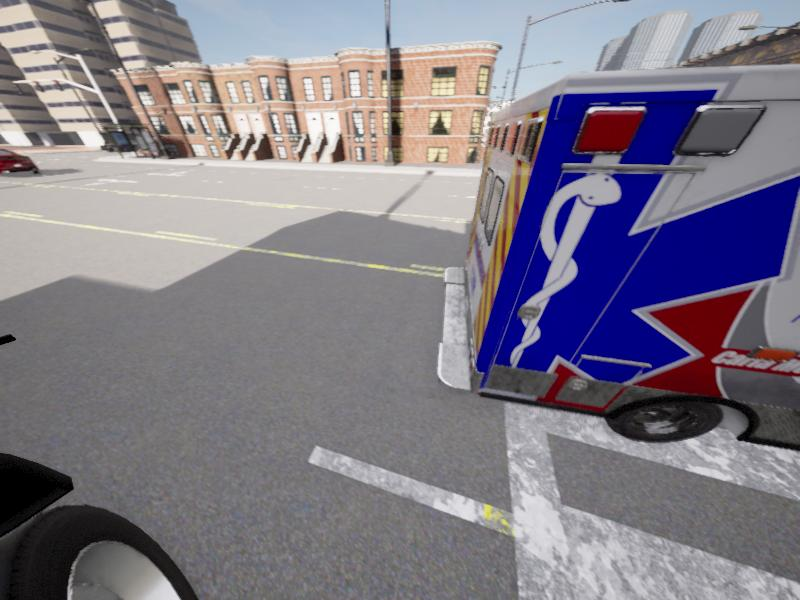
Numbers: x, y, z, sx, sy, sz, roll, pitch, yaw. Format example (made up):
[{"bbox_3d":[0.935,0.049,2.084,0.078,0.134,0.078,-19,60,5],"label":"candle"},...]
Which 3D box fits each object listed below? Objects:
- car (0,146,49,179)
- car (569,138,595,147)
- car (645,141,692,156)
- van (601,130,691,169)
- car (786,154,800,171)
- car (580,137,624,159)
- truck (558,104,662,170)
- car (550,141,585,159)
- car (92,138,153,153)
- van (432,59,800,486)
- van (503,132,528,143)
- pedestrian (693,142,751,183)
[{"bbox_3d":[-26.106,-8.876,14.805,5.008,1.535,1.882,9,37,13],"label":"car"},{"bbox_3d":[37.077,-32.162,47.143,1.837,1.490,4.892,3,36,5],"label":"car"},{"bbox_3d":[35.107,-20.024,30.367,1.812,1.442,4.674,10,37,13],"label":"car"},{"bbox_3d":[20.687,-13.189,20.046,2.351,2.431,6.366,10,37,13],"label":"van"},{"bbox_3d":[29.822,-9.274,15.436,1.970,1.475,3.806,10,37,13],"label":"car"},{"bbox_3d":[22.795,-17.377,26.321,1.932,1.855,4.605,9,37,13],"label":"car"},{"bbox_3d":[17.115,-14.018,19.999,2.891,3.827,8.468,10,37,13],"label":"truck"},{"bbox_3d":[19.344,-17.609,26.969,1.837,1.490,4.892,9,37,13],"label":"car"},{"bbox_3d":[-40.006,-22.427,33.492,1.930,1.638,5.238,9,37,13],"label":"car"},{"bbox_3d":[3.664,-0.167,1.988,6.366,2.431,2.351,6,36,9],"label":"van"},{"bbox_3d":[33.949,-48.002,68.171,1.988,2.561,5.915,-23,42,-29],"label":"van"},{"bbox_3d":[17.251,-7.387,12.446,0.751,1.860,0.751,-4,36,-6],"label":"pedestrian"}]
